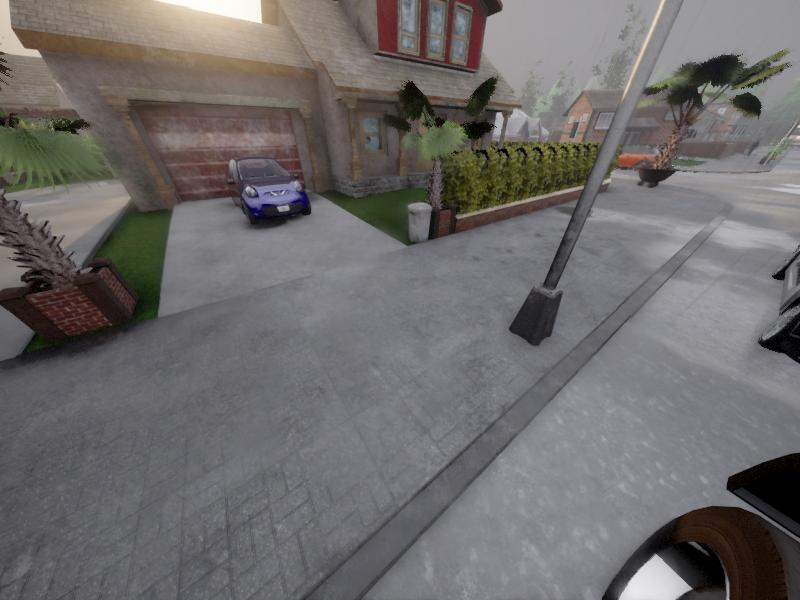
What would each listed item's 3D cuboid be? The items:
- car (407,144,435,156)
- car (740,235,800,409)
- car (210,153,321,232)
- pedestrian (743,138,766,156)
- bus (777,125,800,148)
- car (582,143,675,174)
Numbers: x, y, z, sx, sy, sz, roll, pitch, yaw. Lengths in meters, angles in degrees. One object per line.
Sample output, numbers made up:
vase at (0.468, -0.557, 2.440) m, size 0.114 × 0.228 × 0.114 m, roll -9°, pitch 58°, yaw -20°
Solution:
car at (3.170, -23.122, 35.531) m, size 1.994 × 1.385 × 4.181 m, roll -22°, pitch 41°, yaw -28°
car at (6.544, -0.168, 2.713) m, size 5.238 × 1.638 × 1.930 m, roll -22°, pitch 41°, yaw -28°
car at (-4.139, -3.473, 7.009) m, size 1.845 × 1.501 × 3.633 m, roll -24°, pitch 42°, yaw -30°
pedestrian at (44.244, -19.075, 28.875) m, size 0.751 × 1.860 × 0.751 m, roll -25°, pitch 42°, yaw -31°
bus at (90.331, -35.755, 50.397) m, size 3.944 × 4.253 × 10.273 m, roll 20°, pitch 40°, yaw 27°
car at (17.741, -11.281, 18.258) m, size 2.097 × 1.767 × 4.553 m, roll -21°, pitch 40°, yaw -26°
